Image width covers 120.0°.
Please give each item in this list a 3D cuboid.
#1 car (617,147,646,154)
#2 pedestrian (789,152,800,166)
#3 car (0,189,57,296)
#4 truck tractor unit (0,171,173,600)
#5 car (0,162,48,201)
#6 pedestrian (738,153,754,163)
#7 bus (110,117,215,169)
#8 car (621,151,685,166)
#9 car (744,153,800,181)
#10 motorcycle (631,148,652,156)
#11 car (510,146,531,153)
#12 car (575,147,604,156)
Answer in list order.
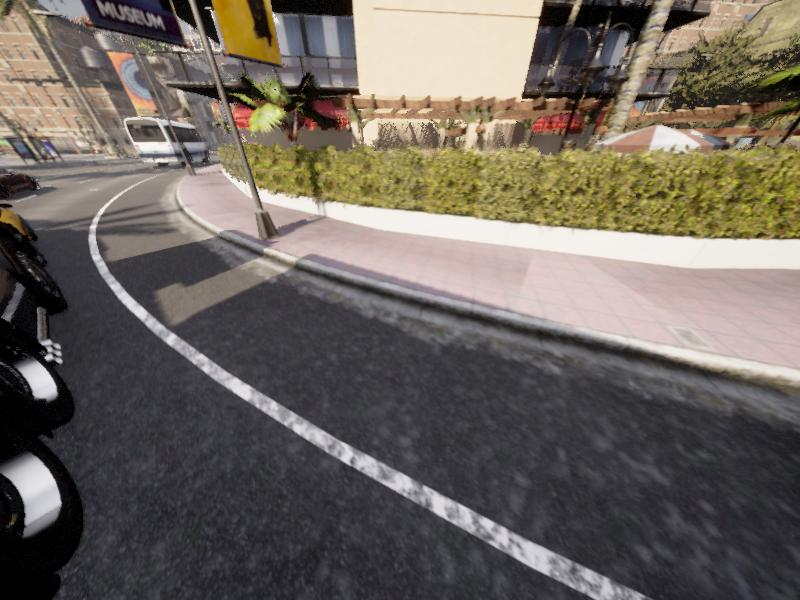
[{"bbox_3d":[53.850,-34.753,53.729,4.674,1.442,1.812,-4,35,-5],"label":"car"},{"bbox_3d":[43.638,-15.502,24.869,0.751,1.860,0.751,-2,34,-3],"label":"pedestrian"},{"bbox_3d":[-9.597,-1.491,4.865,5.366,1.575,1.801,22,40,28],"label":"car"},{"bbox_3d":[-4.941,-0.441,0.991,6.516,4.208,3.053,25,41,31],"label":"truck tractor unit"},{"bbox_3d":[-20.699,-5.930,11.531,1.994,1.385,4.181,-21,40,-28],"label":"car"},{"bbox_3d":[43.102,-17.694,28.749,0.500,1.100,0.500,-6,35,-9],"label":"pedestrian"},{"bbox_3d":[-26.532,-18.311,27.083,3.944,4.253,10.273,-11,36,-14],"label":"bus"},{"bbox_3d":[31.626,-17.966,29.185,2.033,1.411,5.357,-4,35,-5],"label":"car"},{"bbox_3d":[29.736,-9.908,17.206,1.851,1.617,3.988,-4,35,-5],"label":"car"},{"bbox_3d":[47.001,-28.827,44.961,0.764,1.277,2.356,-13,35,-35],"label":"motorcycle"},{"bbox_3d":[31.048,-38.951,59.871,2.033,1.411,5.357,-6,35,-9],"label":"car"},{"bbox_3d":[40.188,-31.599,49.067,4.792,1.488,2.163,-12,36,-18],"label":"car"}]
